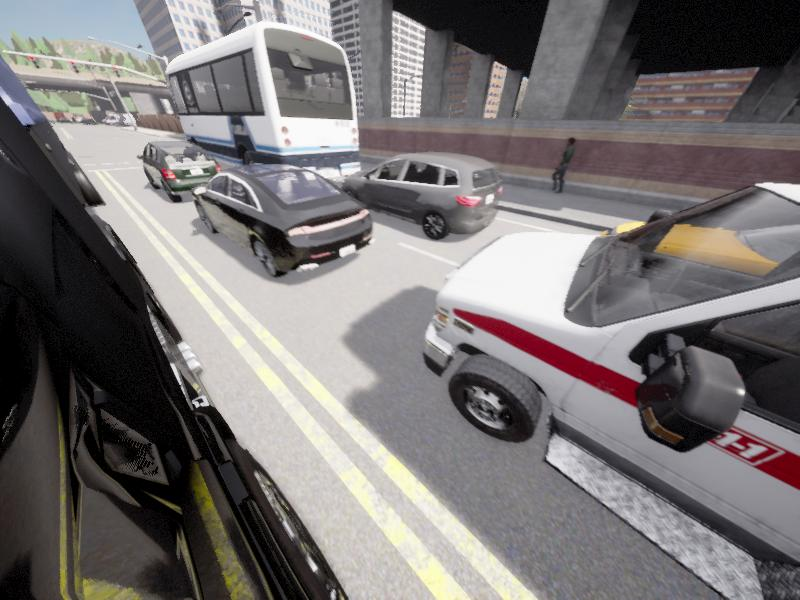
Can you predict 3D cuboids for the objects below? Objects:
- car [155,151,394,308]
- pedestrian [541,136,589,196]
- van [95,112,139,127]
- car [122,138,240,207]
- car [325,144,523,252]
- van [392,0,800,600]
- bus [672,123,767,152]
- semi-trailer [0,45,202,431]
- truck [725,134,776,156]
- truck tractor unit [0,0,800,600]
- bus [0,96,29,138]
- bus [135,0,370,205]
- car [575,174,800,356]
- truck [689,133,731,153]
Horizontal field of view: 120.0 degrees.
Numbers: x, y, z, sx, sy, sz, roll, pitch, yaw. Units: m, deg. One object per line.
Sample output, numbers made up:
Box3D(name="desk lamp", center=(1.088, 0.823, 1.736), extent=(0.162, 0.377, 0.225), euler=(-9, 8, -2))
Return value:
Box3D(name="car", center=(-2.681, -1.954, 4.810), extent=(4.902, 1.511, 2.128), euler=(28, 44, 30))
Box3D(name="pedestrian", center=(6.240, -5.099, 8.814), extent=(0.751, 1.860, 0.751), euler=(28, 44, 30))
Box3D(name="van", center=(-68.621, -43.851, 56.256), extent=(1.988, 2.561, 5.915), euler=(19, 40, 21))
Box3D(name="car", center=(-7.591, -4.578, 8.022), extent=(3.705, 1.549, 1.789), euler=(28, 44, 30))
Box3D(name="car", center=(0.387, -3.150, 6.407), extent=(4.611, 1.667, 2.242), euler=(28, 44, 30))
Box3D(name="van", center=(3.145, 0.762, 0.723), extent=(6.366, 2.431, 2.351), euler=(28, 44, 30))
Box3D(name="bus", center=(64.593, -33.465, 47.444), extent=(10.273, 4.253, 3.944), euler=(28, 44, 30))
Box3D(name="semi-trailer", center=(-8.705, -3.575, 4.255), extent=(14.254, 4.402, 2.717), euler=(28, 44, 30))
Box3D(name="truck", center=(53.469, -23.864, 35.421), extent=(2.615, 2.467, 5.204), euler=(28, 44, 30))
Box3D(name="truck tractor unit", center=(-2.645, -0.295, 0.351), extent=(6.516, 4.208, 3.053), euler=(28, 44, 30))
Box3D(name="bus", center=(-45.321, -20.273, 24.809), extent=(10.273, 4.253, 3.944), euler=(28, 44, 30))
Box3D(name="bus", center=(-6.429, -7.720, 10.000), extent=(10.273, 4.253, 3.944), euler=(28, 44, 30))
Box3D(name="car", center=(5.797, -0.243, 2.883), extent=(5.366, 1.575, 1.801), euler=(28, 44, 30))
Box3D(name="truck", center=(50.181, -25.617, 37.589), extent=(2.615, 2.467, 5.204), euler=(28, 44, 30))
